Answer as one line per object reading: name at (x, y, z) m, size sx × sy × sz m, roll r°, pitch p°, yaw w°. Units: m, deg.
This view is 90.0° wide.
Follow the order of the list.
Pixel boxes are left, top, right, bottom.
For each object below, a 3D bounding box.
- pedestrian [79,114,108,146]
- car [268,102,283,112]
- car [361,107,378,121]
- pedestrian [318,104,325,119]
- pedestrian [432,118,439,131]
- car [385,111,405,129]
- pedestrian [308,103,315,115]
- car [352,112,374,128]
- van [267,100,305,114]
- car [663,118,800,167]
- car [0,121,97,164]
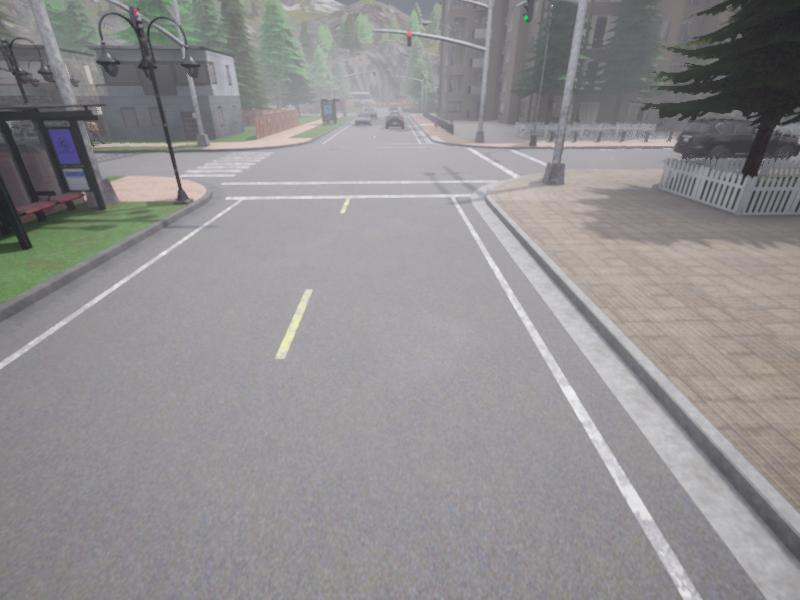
pedestrian at (-19.676, -10.921, 25.706) m, size 0.751 × 1.860 × 0.751 m, roll -2°, pitch 27°, yaw -3°
car at (-26.417, -41.106, 85.049) m, size 1.932 × 1.855 × 4.605 m, roll -1°, pitch 27°, yaw -2°
car at (-4.349, -26.899, 57.735) m, size 2.152 × 1.651 × 5.027 m, roll 0°, pitch 27°, yaw -1°
pedestrian at (-11.267, -27.047, 57.384) m, size 0.751 × 1.860 × 0.751 m, roll 2°, pitch 27°, yaw 4°
pedestrian at (3.281, -16.109, 36.726) m, size 0.500 × 1.100 × 0.500 m, roll -5°, pitch 27°, yaw -10°
car at (-0.567, -19.425, 43.150) m, size 2.038 × 1.542 × 4.974 m, roll -1°, pitch 27°, yaw -1°
pedestrian at (-15.021, -32.490, 68.044) m, size 0.751 × 1.860 × 0.751 m, roll 1°, pitch 27°, yaw 3°
car at (-4.111, -20.490, 45.404) m, size 2.033 × 1.411 × 5.357 m, roll 0°, pitch 27°, yaw -1°
van at (-21.805, -37.077, 76.814) m, size 6.366 × 2.431 × 2.351 m, roll -1°, pitch 27°, yaw -2°
car at (16.947, -7.985, 20.138) m, size 5.566 × 2.045 × 2.150 m, roll -1°, pitch 27°, yaw -3°
car at (-19.038, -8.195, 20.714) m, size 4.605 × 1.855 × 1.932 m, roll -4°, pitch 27°, yaw -8°
